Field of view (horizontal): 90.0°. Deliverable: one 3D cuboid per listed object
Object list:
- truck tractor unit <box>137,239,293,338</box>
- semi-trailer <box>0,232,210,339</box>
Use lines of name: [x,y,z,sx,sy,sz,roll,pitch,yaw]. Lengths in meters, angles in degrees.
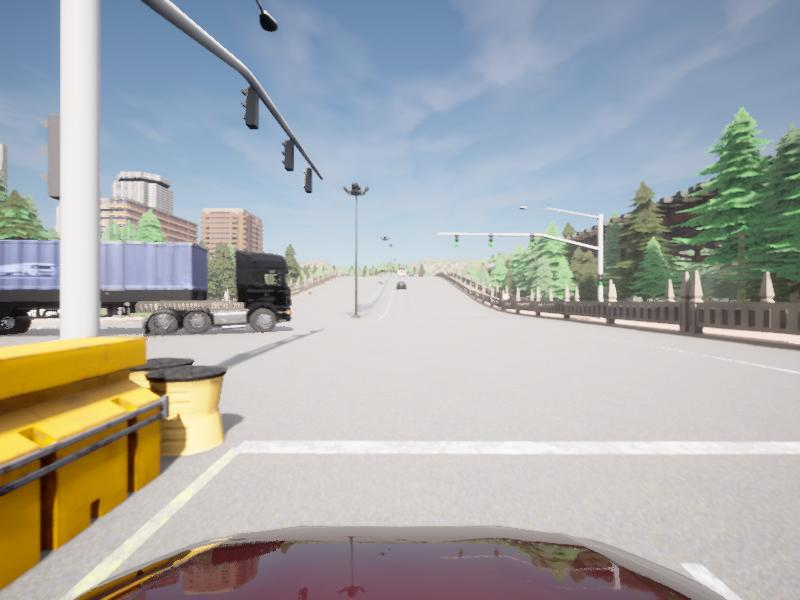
truck tractor unit: [-8.828,-0.505,19.758,6.516,4.208,3.053,0,0,-23]
semi-trailer: [-16.482,-0.605,17.864,14.254,4.402,2.717,0,0,-11]
